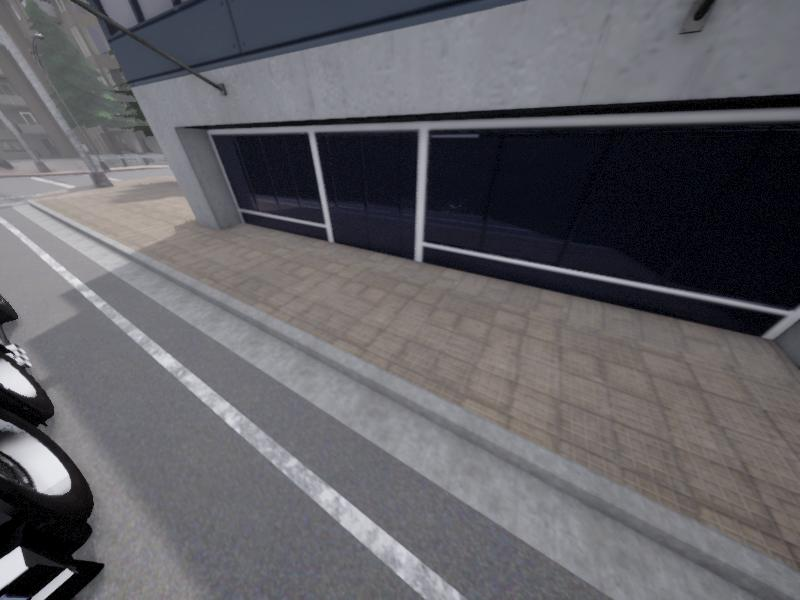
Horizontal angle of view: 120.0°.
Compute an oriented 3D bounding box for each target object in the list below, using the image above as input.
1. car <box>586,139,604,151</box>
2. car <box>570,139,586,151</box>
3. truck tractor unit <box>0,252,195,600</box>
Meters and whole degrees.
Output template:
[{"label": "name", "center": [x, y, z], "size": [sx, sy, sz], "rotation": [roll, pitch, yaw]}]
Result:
[{"label": "car", "center": [39.213, -31.266, 46.557], "size": [1.905, 1.878, 3.866], "rotation": [17, 38, 23]}, {"label": "car", "center": [36.465, -31.828, 47.422], "size": [1.932, 1.855, 4.605], "rotation": [17, 38, 23]}, {"label": "truck tractor unit", "center": [-5.091, -0.320, 0.808], "size": [6.516, 4.208, 3.053], "rotation": [19, 39, 25]}]
